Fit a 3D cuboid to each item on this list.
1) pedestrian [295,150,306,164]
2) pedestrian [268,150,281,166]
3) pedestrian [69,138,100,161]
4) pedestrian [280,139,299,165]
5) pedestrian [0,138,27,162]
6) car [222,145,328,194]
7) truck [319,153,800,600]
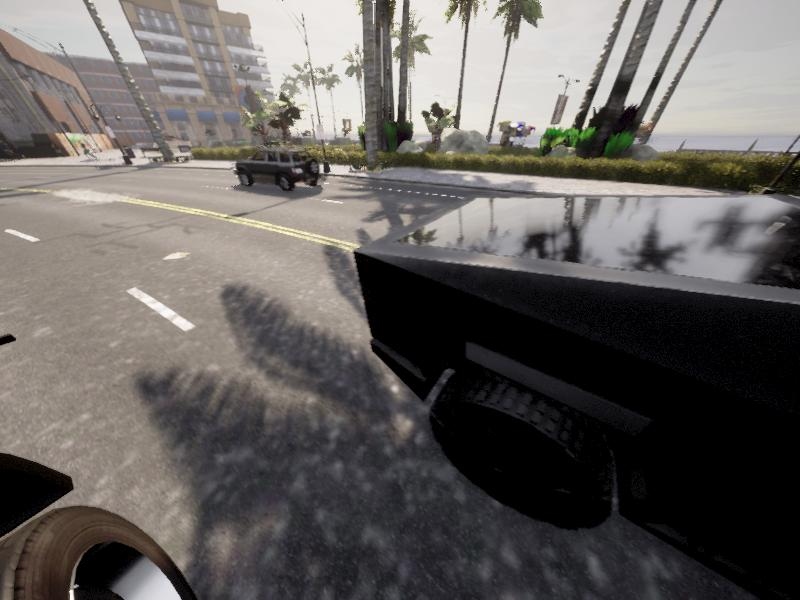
[{"bbox_3d":[-8.900,-12.777,20.640,0.500,1.100,0.500,6,36,9],"label":"pedestrian"},{"bbox_3d":[-10.774,-12.238,19.872,0.500,1.100,0.500,13,37,18],"label":"pedestrian"},{"bbox_3d":[-30.743,-14.661,22.557,0.751,1.860,0.751,0,35,0],"label":"pedestrian"},{"bbox_3d":[-9.532,-12.804,20.018,0.751,1.860,0.751,9,36,13],"label":"pedestrian"},{"bbox_3d":[-37.208,-14.254,21.956,0.751,1.860,0.751,1,35,1],"label":"pedestrian"},{"bbox_3d":[-6.372,-6.880,11.958,4.605,1.855,1.932,15,37,20],"label":"car"},{"bbox_3d":[2.868,0.716,1.079,6.274,2.098,2.390,22,41,27],"label":"truck"}]
